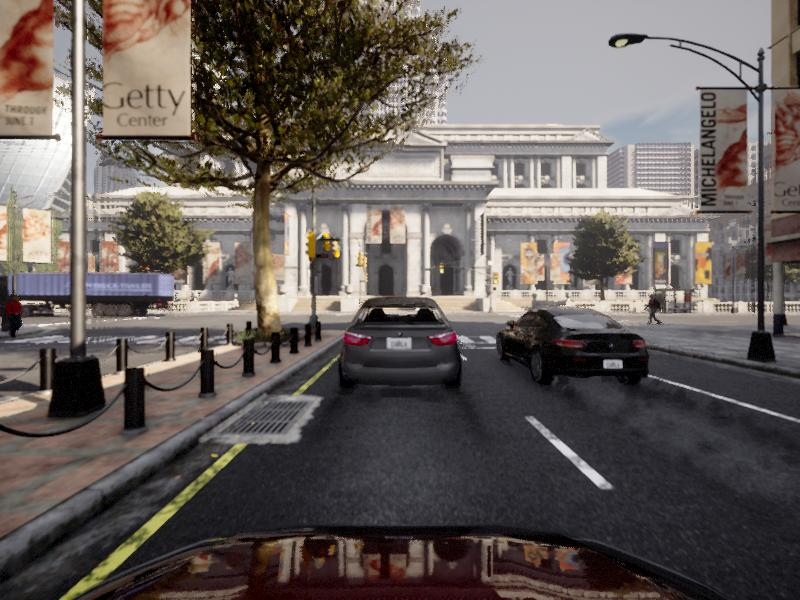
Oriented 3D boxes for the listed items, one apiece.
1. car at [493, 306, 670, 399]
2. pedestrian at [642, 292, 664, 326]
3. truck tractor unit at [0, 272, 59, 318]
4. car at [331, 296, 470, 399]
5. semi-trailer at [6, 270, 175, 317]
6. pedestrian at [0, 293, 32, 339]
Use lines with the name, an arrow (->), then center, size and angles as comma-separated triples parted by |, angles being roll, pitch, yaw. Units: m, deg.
car -> 3.482, 0.879, 8.818 | 1.812, 1.442, 4.674 | 0, 0, 0
pedestrian -> 14.186, 0.509, 22.426 | 0.751, 1.860, 0.751 | 0, 0, -5
truck tractor unit -> -37.517, -0.479, 38.665 | 6.516, 4.208, 3.053 | 0, 0, 0
car -> 0.005, 0.767, 8.763 | 2.242, 1.667, 4.611 | 0, 0, 0
semi-trailer -> -29.602, -0.577, 38.641 | 14.254, 4.402, 2.717 | 0, 0, 0
pedestrian -> -16.140, 0.653, 16.739 | 0.751, 1.860, 0.751 | 0, 0, 7
